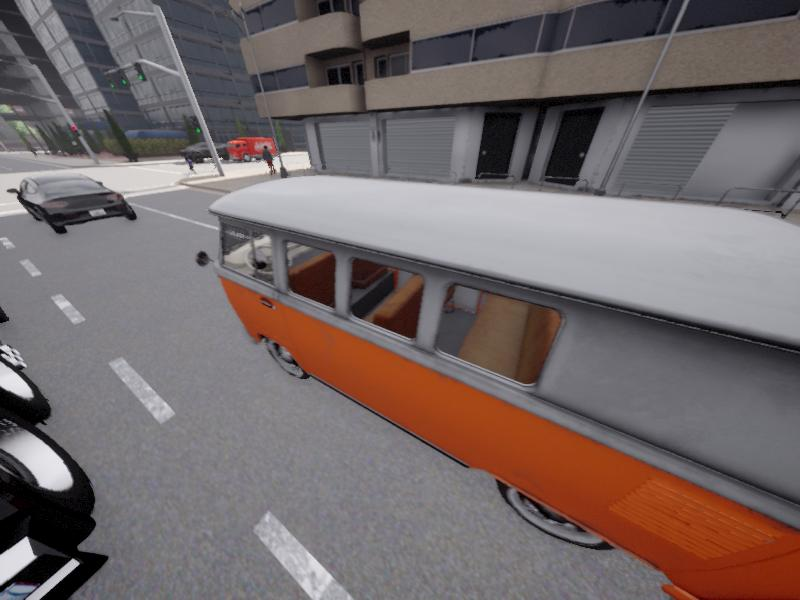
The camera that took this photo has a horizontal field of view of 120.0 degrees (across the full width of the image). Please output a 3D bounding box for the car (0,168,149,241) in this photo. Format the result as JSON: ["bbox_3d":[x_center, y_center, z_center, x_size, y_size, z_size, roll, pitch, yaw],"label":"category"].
[{"bbox_3d":[-10.844,-3.344,7.621,4.674,1.442,1.812,18,39,24],"label":"car"}]

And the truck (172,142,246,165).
[{"bbox_3d":[-22.977,-18.030,28.213,2.390,2.098,6.274,19,39,25],"label":"truck"}]

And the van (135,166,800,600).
[{"bbox_3d":[0.125,0.013,2.231,4.442,1.987,1.775,18,39,25],"label":"van"}]

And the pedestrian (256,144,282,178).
[{"bbox_3d":[-8.553,-9.106,15.190,0.751,1.860,0.751,-1,35,-1],"label":"pedestrian"}]

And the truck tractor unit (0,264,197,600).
[{"bbox_3d":[-5.110,-0.302,0.776,6.516,4.208,3.053,18,39,24],"label":"truck tractor unit"}]

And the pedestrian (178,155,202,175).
[{"bbox_3d":[-16.527,-10.625,18.194,0.751,1.300,0.751,17,39,24],"label":"pedestrian"}]

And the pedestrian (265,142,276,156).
[{"bbox_3d":[-20.743,-24.341,37.140,0.751,1.860,0.751,10,36,15],"label":"pedestrian"}]

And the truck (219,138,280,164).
[{"bbox_3d":[-18.456,-18.625,28.706,2.627,2.467,5.204,18,39,25],"label":"truck"}]

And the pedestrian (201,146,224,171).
[{"bbox_3d":[-16.565,-12.554,20.473,0.751,1.860,0.751,22,41,29],"label":"pedestrian"}]
